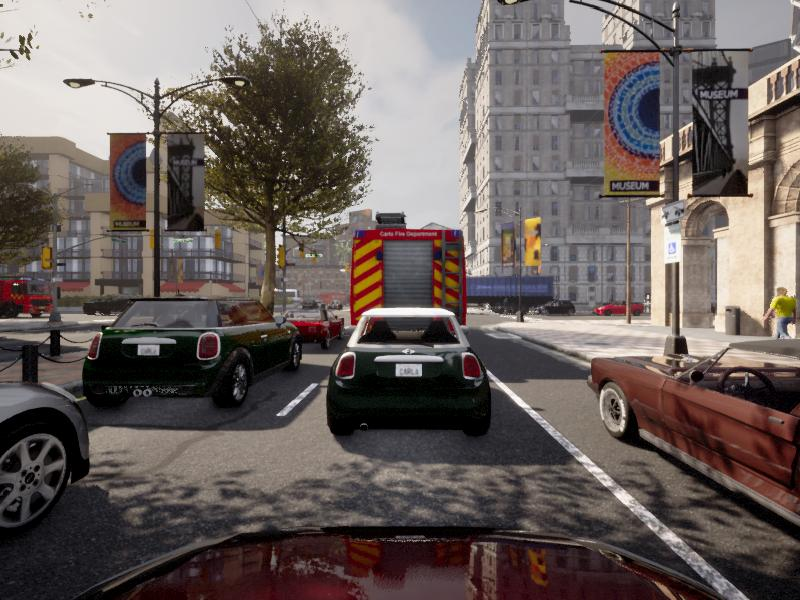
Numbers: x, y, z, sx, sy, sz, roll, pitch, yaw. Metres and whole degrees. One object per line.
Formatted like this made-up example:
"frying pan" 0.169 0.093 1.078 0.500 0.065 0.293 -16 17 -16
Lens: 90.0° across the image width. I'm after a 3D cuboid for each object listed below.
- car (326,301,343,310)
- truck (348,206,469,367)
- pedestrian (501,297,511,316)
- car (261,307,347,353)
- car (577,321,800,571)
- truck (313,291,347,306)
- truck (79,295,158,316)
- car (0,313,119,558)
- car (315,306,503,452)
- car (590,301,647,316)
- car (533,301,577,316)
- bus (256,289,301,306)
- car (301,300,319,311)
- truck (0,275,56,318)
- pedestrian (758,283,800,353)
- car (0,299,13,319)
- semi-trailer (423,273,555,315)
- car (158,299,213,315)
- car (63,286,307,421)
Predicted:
"car" -10.261 0.853 63.188 1.970 1.475 3.806 0 0 1
"truck" 0.274 -0.321 13.781 2.891 3.827 8.468 0 0 1
"pedestrian" 10.759 0.637 40.651 0.751 1.860 0.751 0 0 32
"car" -3.218 0.944 14.445 1.895 1.301 4.718 0 0 1
"car" 3.308 0.938 3.058 1.895 1.301 4.718 0 0 1
"truck" -18.522 -0.321 105.721 8.468 3.827 2.891 0 0 2
"truck" -28.364 0.542 40.442 6.274 2.098 2.390 0 0 1
"car" -3.473 0.853 1.600 1.970 1.475 3.806 0 0 1
"car" 0.119 0.853 6.110 1.970 1.475 3.806 0 0 1
"car" 21.629 0.828 39.734 4.514 1.525 2.007 0 0 1
"car" 15.373 0.827 39.827 3.633 1.501 1.845 0 0 1
"bus" -30.942 -0.533 102.441 10.273 4.253 3.944 0 0 2
"car" -13.798 0.815 61.323 1.789 1.549 3.705 0 0 1
"truck" -37.345 -0.320 37.063 8.468 3.827 2.891 0 0 1
"pedestrian" 10.521 0.485 10.968 0.751 1.860 0.751 0 0 2
"car" -36.048 0.771 33.548 5.238 1.638 1.930 0 0 0
"semi-trailer" 9.819 -0.628 45.220 14.254 4.402 2.717 0 1 21
"car" -23.454 0.777 43.873 4.856 1.649 2.033 0 0 1
"car" -3.355 0.694 7.527 2.097 1.767 4.553 0 0 1
